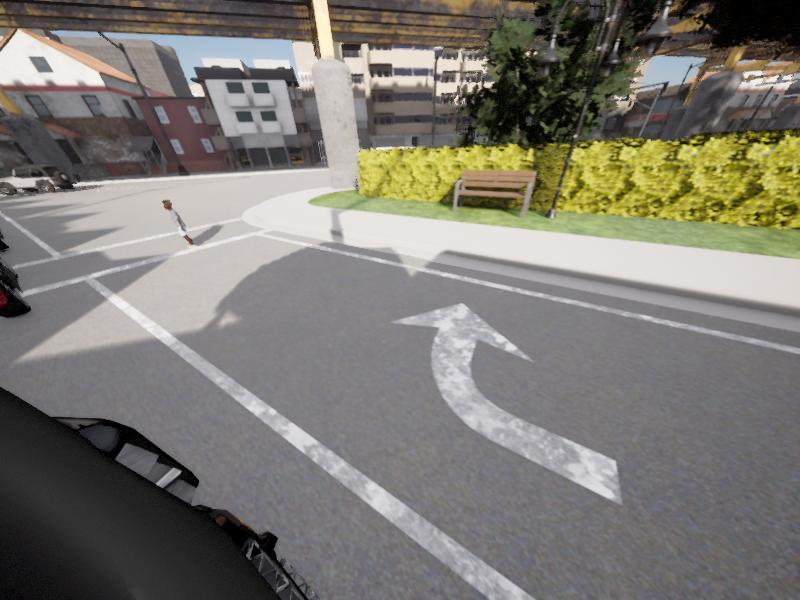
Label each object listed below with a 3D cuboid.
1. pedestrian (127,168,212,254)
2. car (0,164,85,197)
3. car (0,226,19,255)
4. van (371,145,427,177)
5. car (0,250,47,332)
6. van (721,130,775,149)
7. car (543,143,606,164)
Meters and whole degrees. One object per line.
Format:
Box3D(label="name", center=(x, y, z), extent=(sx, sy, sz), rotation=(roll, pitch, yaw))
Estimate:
Box3D(label="pedestrian", center=(-5.773, -2.244, 5.870), extent=(0.751, 1.860, 0.751), rotation=(27, 43, 36))
Box3D(label="car", center=(-28.276, -9.289, 17.839), extent=(3.866, 1.878, 1.905), rotation=(-10, 35, -11))
Box3D(label="car", center=(-13.172, -2.039, 6.428), extent=(3.806, 1.475, 1.970), rotation=(17, 39, 27))
Box3D(label="van", center=(-0.089, -12.284, 20.362), extent=(4.480, 2.038, 2.069), rotation=(-10, 35, -11))
Box3D(label="car", center=(-8.024, -0.358, 3.589), extent=(3.806, 1.475, 1.970), rotation=(17, 39, 27))
Box3D(label="van", center=(50.043, -23.103, 33.272), extent=(4.480, 2.038, 2.069), rotation=(-10, 35, -11))
Box3D(label="car", center=(18.140, -15.295, 24.090), extent=(5.366, 1.575, 1.801), rotation=(-10, 35, -11))
